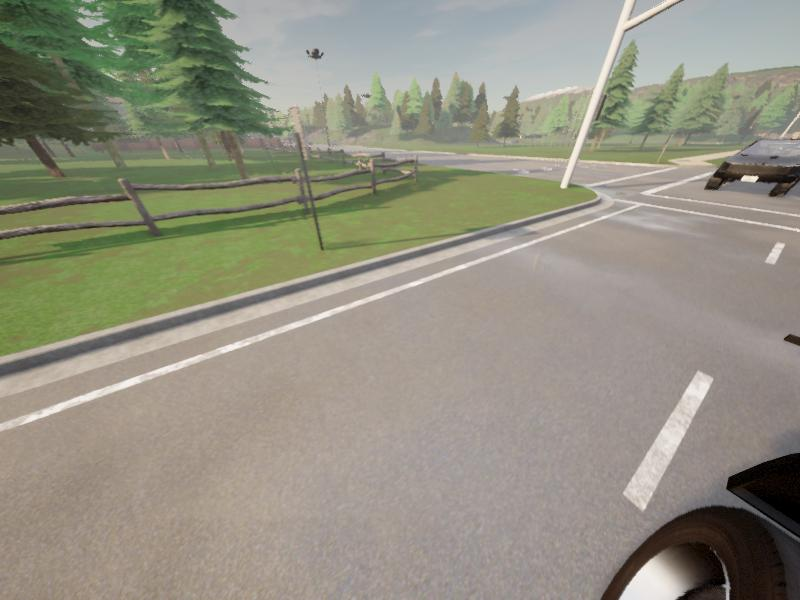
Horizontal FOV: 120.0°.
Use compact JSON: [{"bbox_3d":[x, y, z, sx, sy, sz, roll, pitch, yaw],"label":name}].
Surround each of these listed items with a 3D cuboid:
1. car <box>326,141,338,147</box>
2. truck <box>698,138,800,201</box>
[{"bbox_3d":[-24.561,-56.744,83.909,2.128,1.511,4.902,-24,41,-30],"label":"car"},{"bbox_3d":[17.786,-6.528,11.185,6.274,2.098,2.390,-21,40,-26],"label":"truck"}]
